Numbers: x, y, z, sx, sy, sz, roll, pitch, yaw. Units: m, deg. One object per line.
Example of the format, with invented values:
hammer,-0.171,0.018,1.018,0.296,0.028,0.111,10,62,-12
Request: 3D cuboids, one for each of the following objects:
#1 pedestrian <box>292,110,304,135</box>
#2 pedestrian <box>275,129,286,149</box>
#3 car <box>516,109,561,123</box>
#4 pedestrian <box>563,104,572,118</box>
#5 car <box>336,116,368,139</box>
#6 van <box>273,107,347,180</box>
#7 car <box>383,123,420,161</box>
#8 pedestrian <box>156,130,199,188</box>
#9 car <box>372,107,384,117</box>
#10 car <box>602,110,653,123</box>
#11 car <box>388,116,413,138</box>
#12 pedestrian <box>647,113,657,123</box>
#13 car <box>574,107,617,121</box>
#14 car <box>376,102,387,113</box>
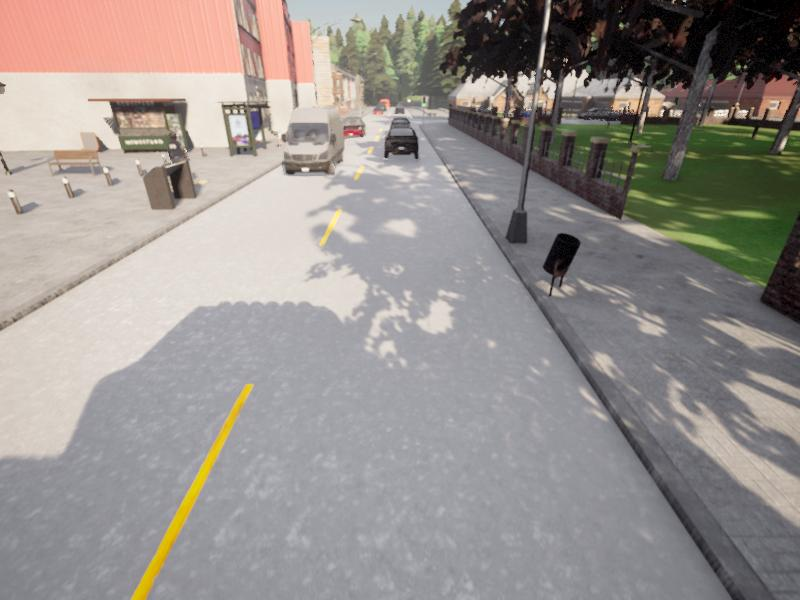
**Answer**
pedestrian,-8.686,-15.137,34.104,0.751,1.860,0.751,-8,28,-15
pedestrian,-7.494,-10.112,25.074,0.500,1.100,0.500,-9,28,-16
car,18.091,-24.186,52.480,5.008,1.535,1.882,-1,27,-1
pedestrian,24.725,-27.897,59.121,0.751,1.860,0.751,13,30,24
car,-3.938,-14.635,33.816,2.163,1.488,4.792,0,27,0
van,-3.852,-7.366,18.376,1.988,2.561,5.915,0,27,0
car,0.095,-9.236,23.146,1.882,1.535,5.008,0,27,1
pedestrian,-7.889,-5.028,14.255,0.751,1.860,0.751,-2,27,-4
car,-4.030,-34.661,73.650,2.007,1.525,4.514,0,27,0
car,29.863,-24.160,52.576,5.357,1.411,2.033,0,27,-1
car,0.042,-15.282,35.176,2.033,1.411,5.357,0,27,1
pedestrian,30.212,-21.803,47.990,0.500,1.100,0.500,-3,27,-6
car,27.283,-26.025,55.938,4.611,1.667,2.242,1,27,2
car,-4.058,-42.222,87.851,2.150,2.045,5.566,0,27,0
